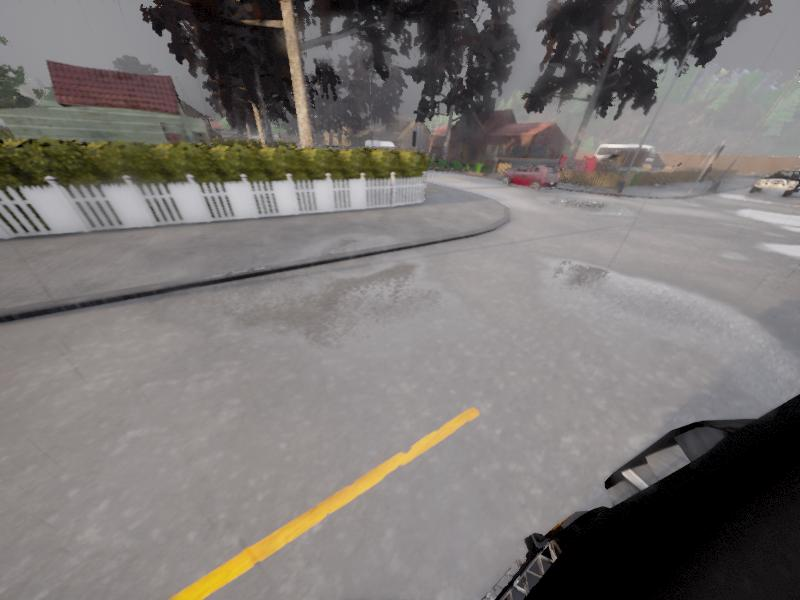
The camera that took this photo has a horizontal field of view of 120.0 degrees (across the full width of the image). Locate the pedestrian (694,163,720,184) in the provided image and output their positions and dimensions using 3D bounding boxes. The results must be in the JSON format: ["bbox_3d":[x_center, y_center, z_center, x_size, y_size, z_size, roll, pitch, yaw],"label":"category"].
[{"bbox_3d":[32.284,-13.370,24.340,0.751,1.860,0.751,-16,38,-26],"label":"pedestrian"}]

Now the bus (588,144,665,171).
[{"bbox_3d":[48.023,-30.744,49.579,3.944,4.253,10.273,-16,38,-26],"label":"bus"}]

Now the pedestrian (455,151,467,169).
[{"bbox_3d":[7.231,-16.717,27.590,0.751,1.860,0.751,-16,38,-26],"label":"pedestrian"}]

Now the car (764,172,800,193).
[{"bbox_3d":[38.061,-11.489,22.490,4.892,1.490,1.837,-16,38,-26],"label":"car"}]

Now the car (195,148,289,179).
[{"bbox_3d":[-9.185,-8.158,13.793,4.181,1.381,1.994,-16,38,-26],"label":"car"}]

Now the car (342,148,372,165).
[{"bbox_3d":[-5.712,-19.095,30.689,2.152,1.651,5.027,-16,38,-26],"label":"car"}]

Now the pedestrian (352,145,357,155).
[{"bbox_3d":[-10.260,-33.866,52.075,0.751,1.860,0.751,-12,36,-21],"label":"pedestrian"}]

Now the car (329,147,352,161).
[{"bbox_3d":[-9.308,-22.642,35.792,1.801,1.575,5.366,-16,38,-26],"label":"car"}]

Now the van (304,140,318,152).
[{"bbox_3d":[-24.684,-42.770,63.991,1.988,2.561,5.915,-16,38,-26],"label":"van"}]

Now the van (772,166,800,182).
[{"bbox_3d":[62.599,-19.574,35.904,1.775,1.987,4.442,-16,38,-26],"label":"van"}]

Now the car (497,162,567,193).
[{"bbox_3d":[9.046,-8.680,16.191,1.845,1.501,3.633,-14,37,-23],"label":"car"}]

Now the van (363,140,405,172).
[{"bbox_3d":[-1.867,-15.667,25.001,1.988,2.561,5.915,-16,38,-26],"label":"van"}]

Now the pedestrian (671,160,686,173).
[{"bbox_3d":[48.615,-23.221,40.273,0.751,1.860,0.751,-16,38,-26],"label":"pedestrian"}]

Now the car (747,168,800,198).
[{"bbox_3d":[31.247,-9.684,18.954,4.605,1.855,1.932,-16,38,-26],"label":"car"}]
